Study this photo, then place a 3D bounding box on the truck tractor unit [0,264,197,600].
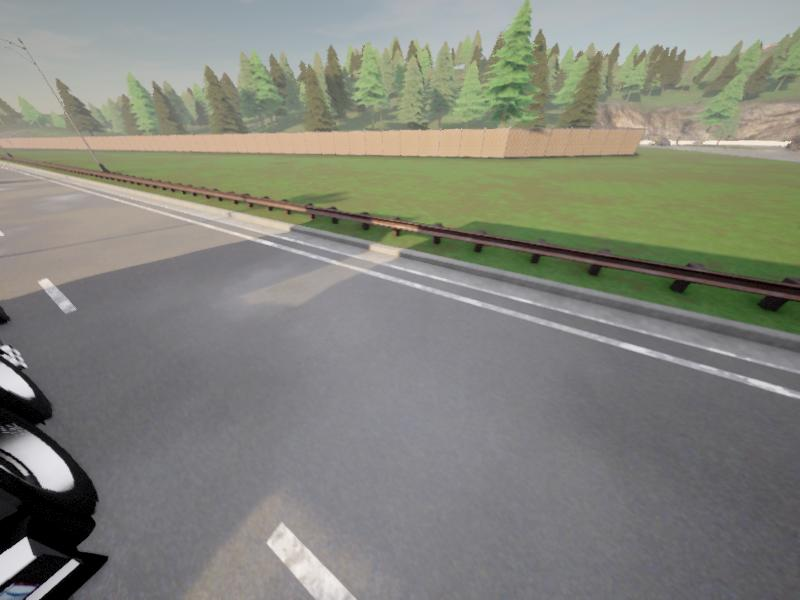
[{"bbox_3d":[-5.112,-0.300,0.781,6.516,4.208,3.053,18,39,24],"label":"truck tractor unit"}]
